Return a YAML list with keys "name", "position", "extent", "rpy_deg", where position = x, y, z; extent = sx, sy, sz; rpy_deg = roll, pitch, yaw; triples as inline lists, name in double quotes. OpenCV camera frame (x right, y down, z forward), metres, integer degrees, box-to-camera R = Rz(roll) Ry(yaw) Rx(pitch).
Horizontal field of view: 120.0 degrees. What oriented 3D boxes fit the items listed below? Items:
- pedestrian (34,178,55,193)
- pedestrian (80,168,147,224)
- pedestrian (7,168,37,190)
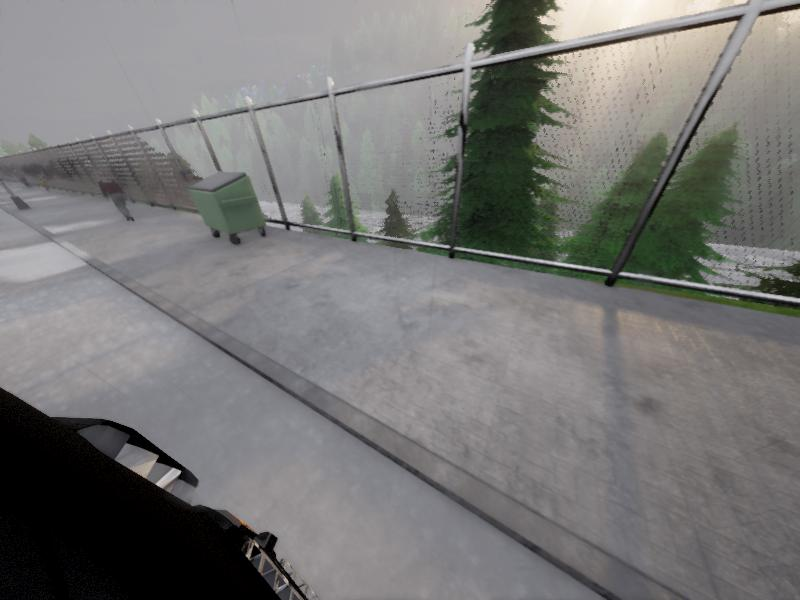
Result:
- name: "pedestrian"
  position: [-31.233, -10.054, 20.285]
  extent: [0.500, 1.100, 0.500]
  rpy_deg: [16, 38, 26]
- name: "pedestrian"
  position: [-11.124, -4.057, 9.032]
  extent: [0.751, 1.860, 0.751]
  rpy_deg: [16, 38, 26]
- name: "pedestrian"
  position: [-39.206, -12.550, 23.961]
  extent: [0.751, 1.860, 0.751]
  rpy_deg: [17, 38, 28]
